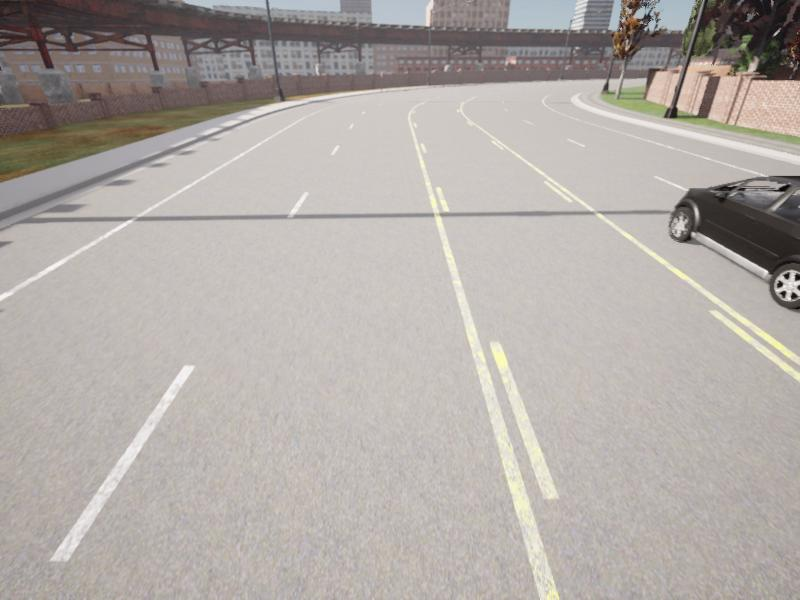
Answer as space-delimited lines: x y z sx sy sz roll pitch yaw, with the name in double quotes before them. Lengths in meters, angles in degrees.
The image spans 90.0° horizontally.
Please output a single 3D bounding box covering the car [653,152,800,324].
"car" 6.281 -1.221 6.494 1.789 1.549 3.705 0 31 -1
